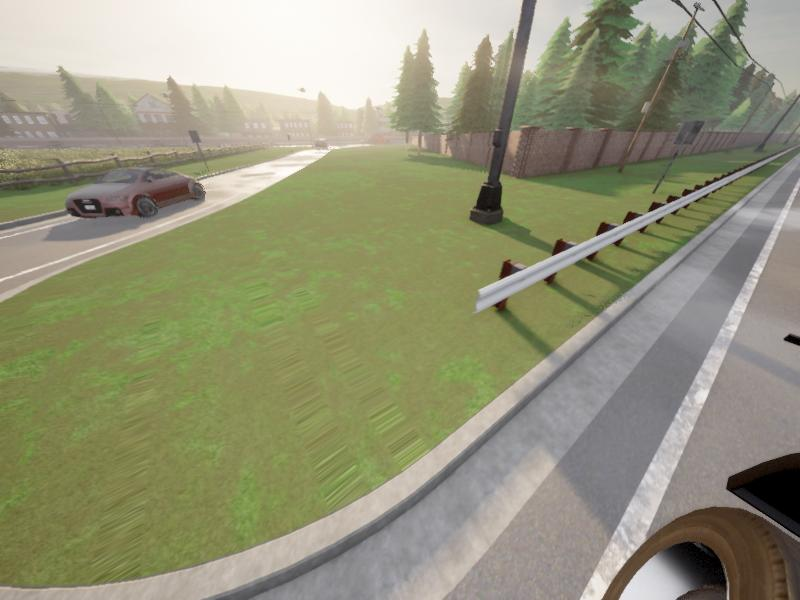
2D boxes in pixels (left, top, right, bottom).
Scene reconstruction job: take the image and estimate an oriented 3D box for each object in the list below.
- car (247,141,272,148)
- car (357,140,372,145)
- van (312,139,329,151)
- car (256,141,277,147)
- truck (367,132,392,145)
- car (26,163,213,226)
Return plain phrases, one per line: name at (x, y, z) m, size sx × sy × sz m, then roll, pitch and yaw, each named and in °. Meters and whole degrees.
car at (-38.093, -42.209, 62.647) m, size 5.366 × 1.575 × 1.801 m, roll -21°, pitch 40°, yaw -27°
car at (-13.237, -58.737, 86.000) m, size 4.902 × 1.511 × 2.128 m, roll -21°, pitch 40°, yaw -27°
van at (-17.173, -33.688, 50.009) m, size 2.069 × 2.038 × 4.480 m, roll -1°, pitch 35°, yaw -1°
car at (-40.040, -46.785, 69.182) m, size 5.008 × 1.535 × 1.882 m, roll -21°, pitch 40°, yaw -27°
truck at (-7.491, -59.521, 84.996) m, size 8.468 × 3.827 × 2.891 m, roll -21°, pitch 40°, yaw -27°
car at (-9.675, -4.159, 8.686) m, size 1.994 × 1.385 × 4.181 m, roll -1°, pitch 35°, yaw -2°
